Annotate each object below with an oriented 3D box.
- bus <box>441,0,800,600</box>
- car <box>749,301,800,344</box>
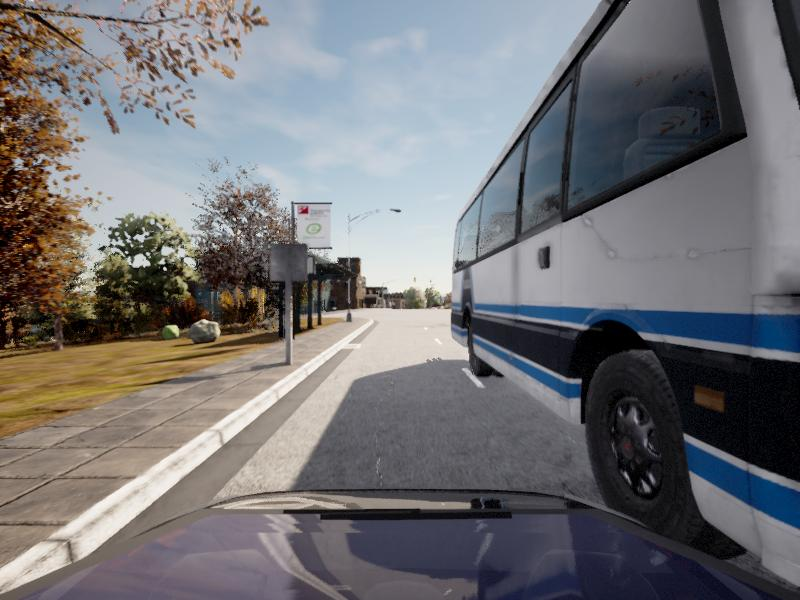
[{"bbox_3d":[3.122,-0.528,6.085,3.944,4.253,10.273,0,0,0],"label":"bus"},{"bbox_3d":[17.071,0.874,16.272,5.366,1.575,1.946,1,-1,-20],"label":"car"}]
